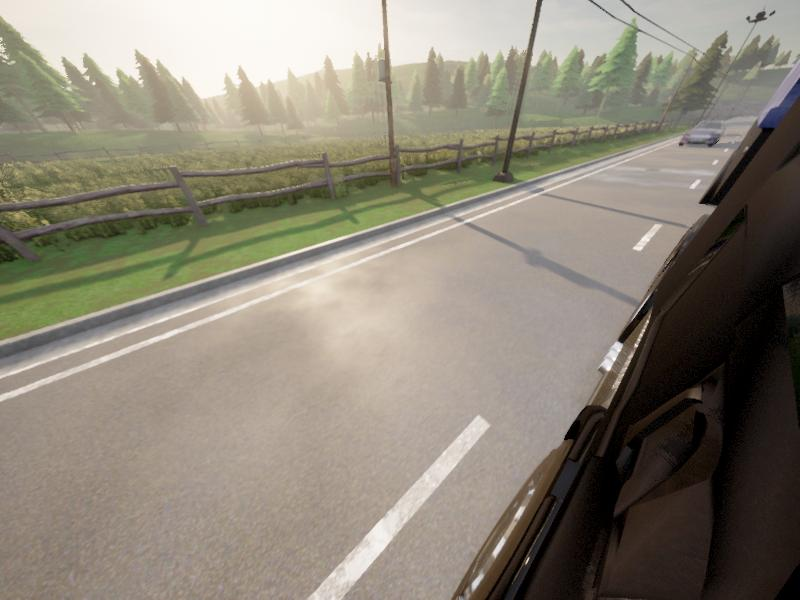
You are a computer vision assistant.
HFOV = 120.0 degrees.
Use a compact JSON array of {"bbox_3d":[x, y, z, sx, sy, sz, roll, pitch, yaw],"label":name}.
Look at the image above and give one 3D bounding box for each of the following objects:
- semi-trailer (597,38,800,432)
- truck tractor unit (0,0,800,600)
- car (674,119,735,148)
[{"bbox_3d":[8.717,-3.600,4.198,14.254,4.402,2.717,-28,44,-29],"label":"semi-trailer"},{"bbox_3d":[2.645,-0.295,0.351,6.516,4.208,3.053,-28,44,-30],"label":"truck tractor unit"},{"bbox_3d":[24.232,-13.275,18.375,4.856,1.649,2.033,-28,44,-29],"label":"car"}]
